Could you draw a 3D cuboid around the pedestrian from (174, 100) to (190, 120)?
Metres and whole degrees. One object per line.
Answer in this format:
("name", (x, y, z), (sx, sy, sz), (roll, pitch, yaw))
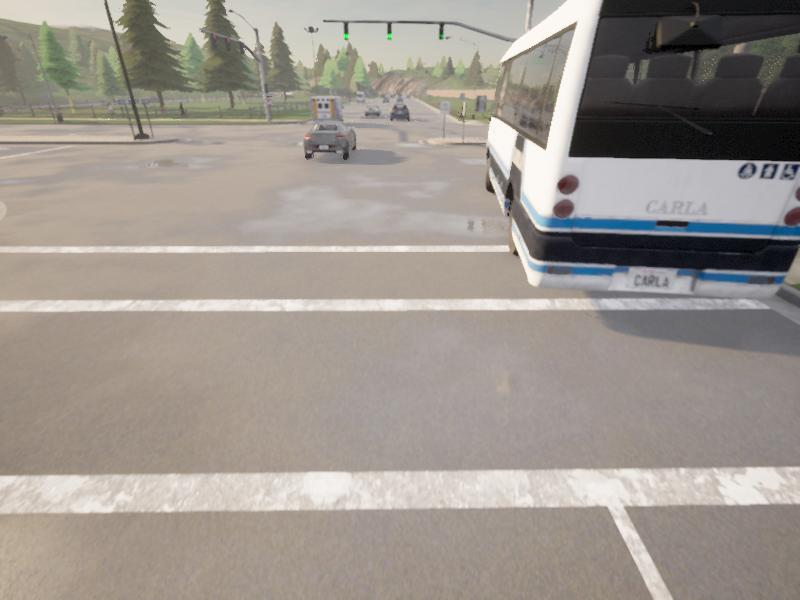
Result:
("pedestrian", (-23.088, -20.137, 42.392), (0.751, 1.860, 0.751), (2, 28, 3))

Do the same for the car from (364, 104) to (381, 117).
("car", (-3.502, -24.652, 52.059), (1.895, 1.301, 4.718), (0, 28, 0))

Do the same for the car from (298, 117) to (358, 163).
("car", (-3.507, -8.321, 20.542), (2.152, 1.651, 5.027), (0, 28, 0))

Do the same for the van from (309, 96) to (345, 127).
("van", (-7.000, -18.609, 39.296), (2.351, 2.431, 6.366), (0, 28, 0))

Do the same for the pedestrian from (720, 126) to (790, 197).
("pedestrian", (10.394, -4.079, 11.789), (0.751, 1.860, 0.751), (3, 28, 6))

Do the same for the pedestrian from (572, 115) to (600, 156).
("pedestrian", (9.446, -8.392, 20.407), (0.751, 1.860, 0.751), (1, 28, 2))

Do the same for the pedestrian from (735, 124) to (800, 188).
("pedestrian", (11.872, -4.656, 12.957), (0.751, 1.860, 0.751), (-2, 28, -4))

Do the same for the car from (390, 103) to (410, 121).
("car", (-0.003, -21.438, 45.534), (2.242, 1.667, 4.611), (0, 28, 0))

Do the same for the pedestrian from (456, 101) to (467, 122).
("pedestrian", (6.256, -19.280, 40.869), (0.751, 1.860, 0.751), (-4, 28, -8))

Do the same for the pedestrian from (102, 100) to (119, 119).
("pedestrian", (-31.129, -20.496, 43.053), (0.751, 1.860, 0.751), (2, 28, 4))

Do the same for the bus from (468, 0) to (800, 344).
("bus", (3.865, -3.781, 9.067), (3.944, 4.253, 10.273), (3, 28, 6))

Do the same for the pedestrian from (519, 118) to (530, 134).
("pedestrian", (9.536, -13.360, 30.707), (0.500, 1.100, 0.500), (-1, 28, -2))
